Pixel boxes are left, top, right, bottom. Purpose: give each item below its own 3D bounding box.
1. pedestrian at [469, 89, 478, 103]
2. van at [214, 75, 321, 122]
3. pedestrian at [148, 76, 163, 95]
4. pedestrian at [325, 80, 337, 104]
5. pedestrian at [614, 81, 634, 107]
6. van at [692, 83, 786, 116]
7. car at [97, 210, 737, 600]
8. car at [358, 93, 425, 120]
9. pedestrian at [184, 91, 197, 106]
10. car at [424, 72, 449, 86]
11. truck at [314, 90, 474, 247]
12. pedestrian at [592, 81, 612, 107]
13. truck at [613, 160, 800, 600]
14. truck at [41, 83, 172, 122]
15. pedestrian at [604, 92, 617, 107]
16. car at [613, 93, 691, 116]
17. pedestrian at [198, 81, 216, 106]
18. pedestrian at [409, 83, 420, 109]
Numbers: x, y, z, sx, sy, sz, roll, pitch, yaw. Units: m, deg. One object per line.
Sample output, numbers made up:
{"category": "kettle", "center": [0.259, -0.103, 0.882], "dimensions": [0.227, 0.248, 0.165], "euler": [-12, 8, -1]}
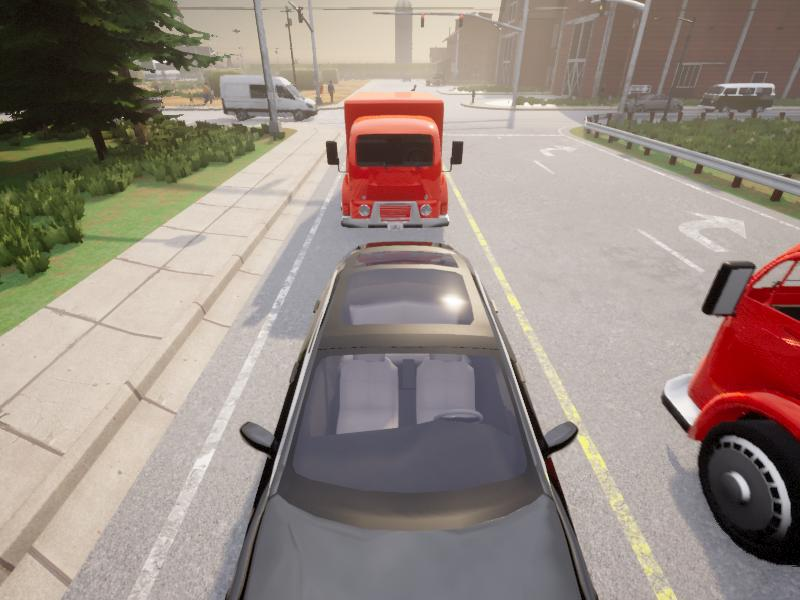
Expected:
{"category": "pedestrian", "center": [6.625, -18.385, 36.077], "dimensions": [0.500, 1.100, 0.500], "euler": [-19, 35, -29]}
{"category": "van", "center": [-8.406, -13.101, 25.987], "dimensions": [5.915, 2.561, 1.988], "euler": [1, 30, 0]}
{"category": "pedestrian", "center": [-28.335, -24.851, 46.377], "dimensions": [0.751, 1.860, 0.751], "euler": [-1, 30, -2]}
{"category": "pedestrian", "center": [-6.062, -18.404, 35.357], "dimensions": [0.751, 1.860, 0.751], "euler": [-10, 32, -17]}
{"category": "pedestrian", "center": [18.210, -16.755, 32.589], "dimensions": [0.751, 1.860, 0.751], "euler": [-2, 30, -4]}
{"category": "van", "center": [24.556, -14.639, 29.140], "dimensions": [4.480, 2.038, 2.069], "euler": [0, 30, 0]}
{"category": "car", "center": [0.055, 0.760, 3.240], "dimensions": [2.128, 1.511, 4.902], "euler": [0, 30, 0]}
{"category": "car", "center": [-0.584, -13.477, 27.774], "dimensions": [4.181, 1.385, 1.994], "euler": [-15, 34, -24]}
{"category": "pedestrian", "center": [-17.512, -16.814, 33.426], "dimensions": [0.500, 1.100, 0.500], "euler": [2, 30, 3]}
{"category": "car", "center": [6.292, -37.974, 68.885], "dimensions": [1.905, 1.878, 3.866], "euler": [-31, 40, -33]}
{"category": "truck", "center": [-0.138, -3.422, 9.427], "dimensions": [2.627, 2.467, 5.204], "euler": [-1, 30, -1]}
{"category": "pedestrian", "center": [16.591, -16.903, 32.844], "dimensions": [0.751, 1.860, 0.751], "euler": [-5, 31, -8]}
{"category": "truck", "center": [3.502, 1.390, 1.193], "dimensions": [2.627, 2.467, 5.204], "euler": [0, 30, -1]}
{"category": "truck", "center": [-18.886, -12.914, 26.106], "dimensions": [6.274, 2.098, 2.390], "euler": [0, 30, 0]}
{"category": "pedestrian", "center": [17.137, -16.334, 32.623], "dimensions": [0.500, 1.100, 0.500], "euler": [-2, 30, -4]}
{"category": "car", "center": [18.374, -14.351, 29.311], "dimensions": [4.181, 1.385, 1.994], "euler": [0, 30, 0]}
{"category": "pedestrian", "center": [-16.170, -17.344, 33.568], "dimensions": [0.751, 1.860, 0.751], "euler": [1, 30, 2]}
{"category": "pedestrian", "center": [1.222, -16.877, 33.043], "dimensions": [0.751, 1.860, 0.751], "euler": [-4, 31, -7]}
